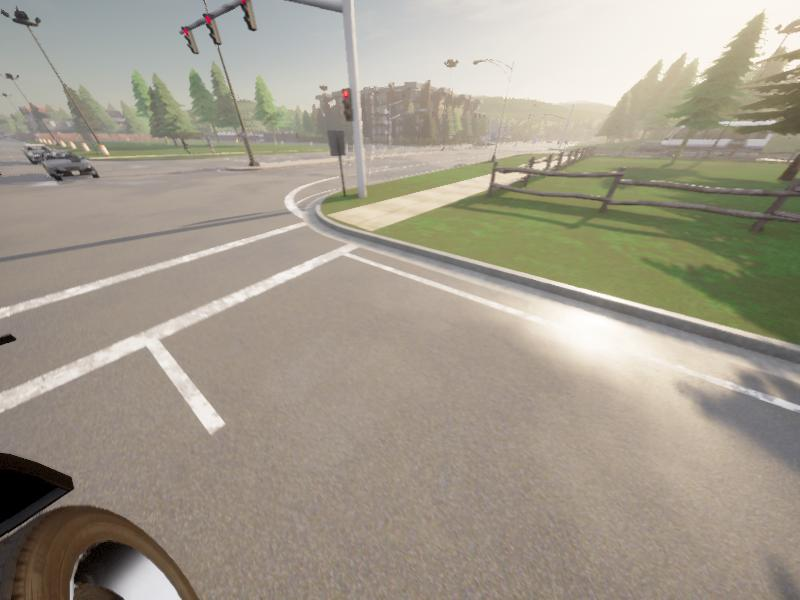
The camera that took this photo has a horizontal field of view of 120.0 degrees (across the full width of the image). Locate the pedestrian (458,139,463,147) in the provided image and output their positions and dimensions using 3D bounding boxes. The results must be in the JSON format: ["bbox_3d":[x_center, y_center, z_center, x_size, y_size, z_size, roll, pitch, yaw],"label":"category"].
[{"bbox_3d":[16.926,-44.105,64.893,0.751,1.860,0.751,20,39,25],"label":"pedestrian"}]

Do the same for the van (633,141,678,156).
[{"bbox_3d":[42.956,-25.685,39.009,4.442,1.987,1.775,22,41,28],"label":"van"}]

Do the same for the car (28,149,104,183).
[{"bbox_3d":[-20.495,-8.311,14.183,4.193,1.474,1.816,22,41,28],"label":"car"}]

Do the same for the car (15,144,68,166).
[{"bbox_3d":[-33.200,-13.509,21.411,3.806,1.475,1.970,22,41,28],"label":"car"}]

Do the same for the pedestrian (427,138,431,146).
[{"bbox_3d":[8.450,-46.128,67.406,0.751,1.860,0.751,21,40,27],"label":"pedestrian"}]

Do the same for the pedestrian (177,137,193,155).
[{"bbox_3d":[-27.677,-19.831,29.785,0.751,1.860,0.751,27,43,32],"label":"pedestrian"}]

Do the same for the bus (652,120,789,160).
[{"bbox_3d":[45.048,-23.196,33.541,10.273,4.253,3.944,22,41,28],"label":"bus"}]

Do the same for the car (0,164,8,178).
[{"bbox_3d":[-27.725,-8.817,14.794,4.902,1.511,2.128,22,41,28],"label":"car"}]

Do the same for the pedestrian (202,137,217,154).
[{"bbox_3d":[-25.761,-20.887,31.300,0.751,1.860,0.751,24,42,30],"label":"pedestrian"}]

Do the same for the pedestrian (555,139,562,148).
[{"bbox_3d":[39.774,-39.262,57.987,0.751,1.860,0.751,29,44,34],"label":"pedestrian"}]
